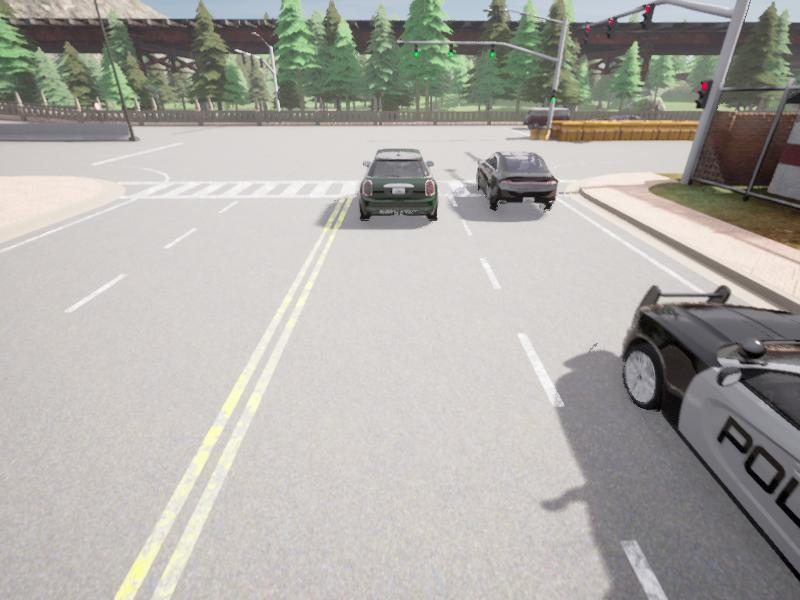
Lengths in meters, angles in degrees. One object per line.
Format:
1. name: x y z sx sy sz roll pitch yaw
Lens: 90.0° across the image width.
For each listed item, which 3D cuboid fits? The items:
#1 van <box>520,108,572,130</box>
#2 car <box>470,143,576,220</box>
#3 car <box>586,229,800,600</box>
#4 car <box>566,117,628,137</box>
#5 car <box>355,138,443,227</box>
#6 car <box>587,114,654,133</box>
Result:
1. van: 14.742 -18.388 40.592 4.442 1.987 1.775 -1 27 -2
2. car: 3.636 -4.009 12.902 2.128 1.511 4.902 1 27 3
3. car: 3.499 1.094 2.743 1.930 1.638 5.238 0 27 0
4. car: 16.945 -14.966 34.557 4.181 1.385 1.994 -1 27 -2
5. car: -0.043 -3.714 12.009 2.097 1.767 4.553 0 27 0
6. car: 20.689 -16.677 37.756 4.902 1.511 2.128 -1 27 -2
